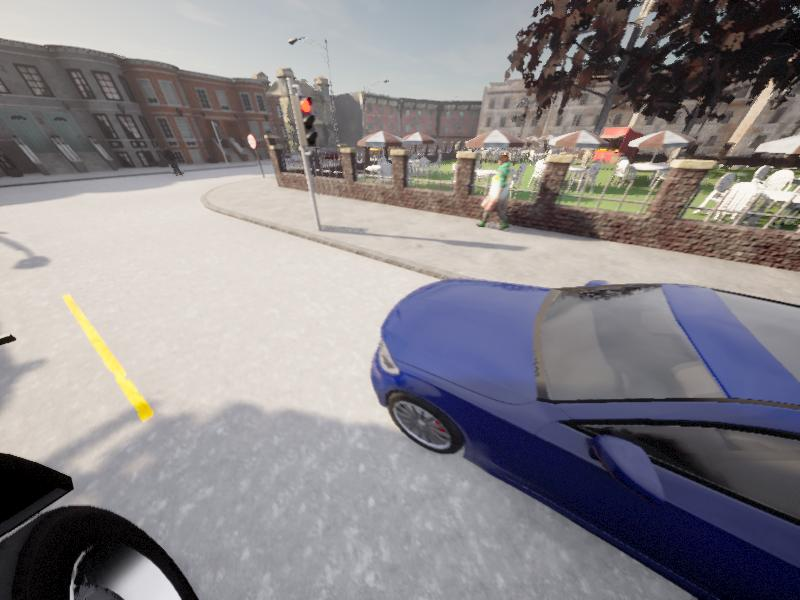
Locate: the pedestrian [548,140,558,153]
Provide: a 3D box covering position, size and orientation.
[{"bbox_3d":[26.933,-26.903,40.547,0.751,1.860,0.751,28,44,34],"label":"pedestrian"}]

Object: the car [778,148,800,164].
[{"bbox_3d":[47.336,-15.973,25.743,4.902,1.511,2.128,20,40,26],"label":"car"}]

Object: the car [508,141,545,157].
[{"bbox_3d":[19.723,-23.707,36.142,4.605,1.855,1.932,21,40,26],"label":"car"}]

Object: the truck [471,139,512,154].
[{"bbox_3d":[16.340,-27.532,41.354,6.274,2.098,2.390,18,38,23],"label":"truck"}]

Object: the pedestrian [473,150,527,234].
[{"bbox_3d":[2.595,-2.853,6.139,0.751,1.860,0.751,21,40,26],"label":"pedestrian"}]

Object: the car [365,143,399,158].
[{"bbox_3d":[-2.354,-20.576,31.781,1.882,1.535,5.008,21,40,26],"label":"car"}]

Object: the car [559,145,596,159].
[{"bbox_3d":[25.371,-21.331,33.174,3.806,1.475,1.970,20,39,25],"label":"car"}]

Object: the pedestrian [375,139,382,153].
[{"bbox_3d":[-3.512,-25.677,38.513,0.751,1.860,0.751,25,42,30],"label":"pedestrian"}]

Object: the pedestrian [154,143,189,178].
[{"bbox_3d":[-14.760,-9.057,14.978,0.751,1.860,0.751,21,40,26],"label":"pedestrian"}]

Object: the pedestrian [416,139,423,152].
[{"bbox_3d":[3.573,-28.286,42.286,0.751,1.860,0.751,-22,41,-28],"label":"pedestrian"}]

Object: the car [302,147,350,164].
[{"bbox_3d":[-7.828,-15.547,24.796,1.895,1.301,4.718,20,40,26],"label":"car"}]

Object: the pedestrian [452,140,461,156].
[{"bbox_3d":[8.048,-21.711,32.991,0.751,1.860,0.751,-22,41,-28],"label":"pedestrian"}]

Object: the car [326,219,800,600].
[{"bbox_3d":[1.960,0.744,1.624,4.674,1.442,1.812,20,39,25],"label":"car"}]
